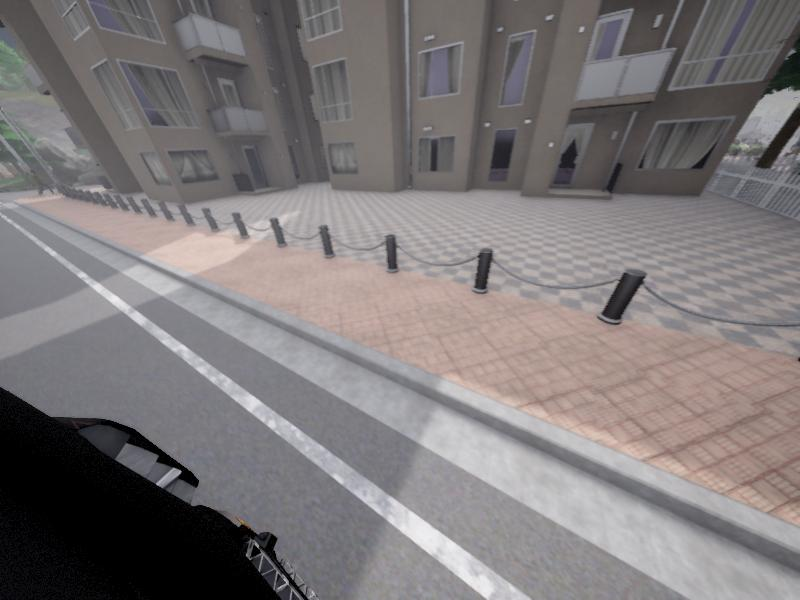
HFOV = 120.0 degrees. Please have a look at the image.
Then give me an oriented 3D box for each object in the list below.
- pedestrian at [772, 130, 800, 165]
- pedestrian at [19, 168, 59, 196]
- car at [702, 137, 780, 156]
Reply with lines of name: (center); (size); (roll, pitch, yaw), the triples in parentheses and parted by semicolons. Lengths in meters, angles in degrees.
pedestrian: (25.337, -9.717, 14.729); (0.751, 1.860, 0.751); (15, 37, 25)
pedestrian: (-27.805, -9.108, 17.820); (0.751, 1.860, 0.751); (15, 37, 25)
car: (35.458, -16.169, 24.312); (2.007, 1.525, 4.514); (5, 34, 11)
